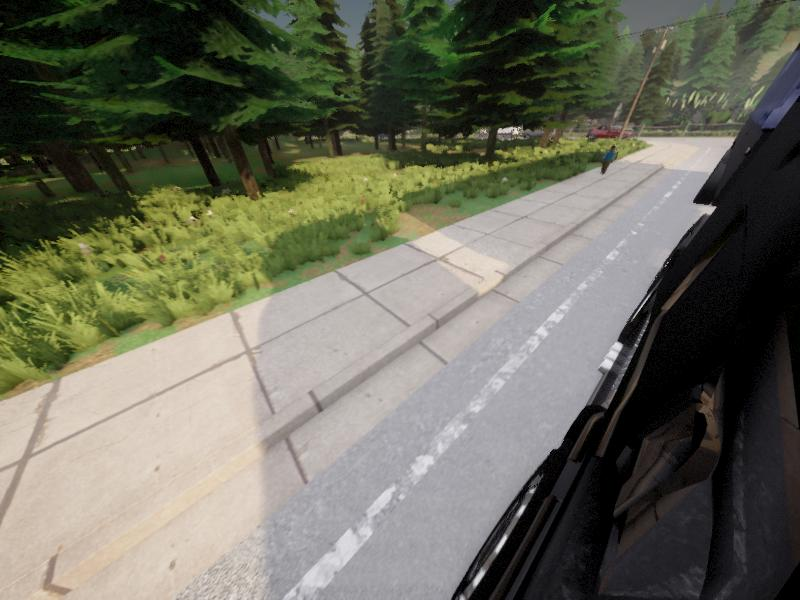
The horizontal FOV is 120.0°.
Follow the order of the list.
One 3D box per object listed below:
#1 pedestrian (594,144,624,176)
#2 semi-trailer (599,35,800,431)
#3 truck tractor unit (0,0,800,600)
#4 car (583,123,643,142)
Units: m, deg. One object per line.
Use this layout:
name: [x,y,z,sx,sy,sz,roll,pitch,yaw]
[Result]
pedestrian: [8.844,-5.953,9.797,0.500,1.100,0.500,26,46,33]
semi-trailer: [8.652,-3.645,4.260,14.254,4.402,2.717,-29,44,-30]
truck tractor unit: [2.645,-0.295,0.351,6.516,4.208,3.053,-28,44,-30]
car: [22.957,-18.152,25.044,1.816,1.474,4.193,-26,43,-28]
